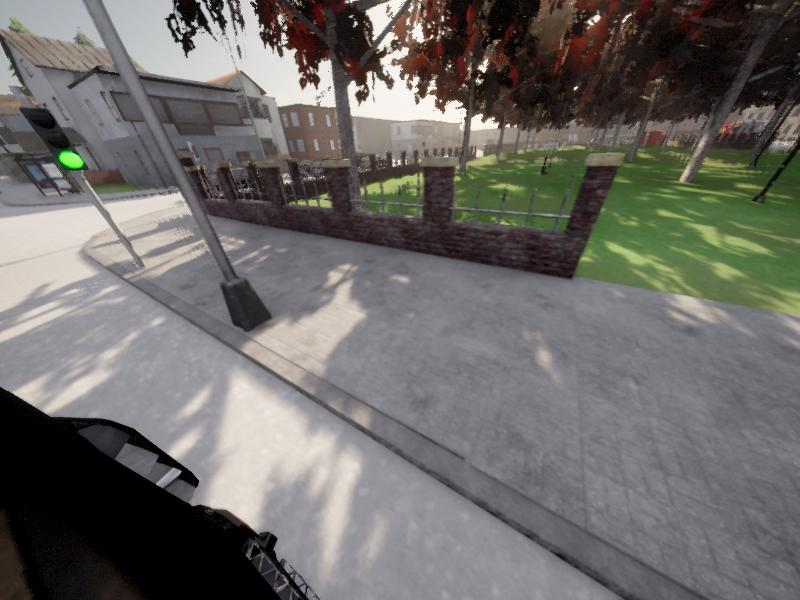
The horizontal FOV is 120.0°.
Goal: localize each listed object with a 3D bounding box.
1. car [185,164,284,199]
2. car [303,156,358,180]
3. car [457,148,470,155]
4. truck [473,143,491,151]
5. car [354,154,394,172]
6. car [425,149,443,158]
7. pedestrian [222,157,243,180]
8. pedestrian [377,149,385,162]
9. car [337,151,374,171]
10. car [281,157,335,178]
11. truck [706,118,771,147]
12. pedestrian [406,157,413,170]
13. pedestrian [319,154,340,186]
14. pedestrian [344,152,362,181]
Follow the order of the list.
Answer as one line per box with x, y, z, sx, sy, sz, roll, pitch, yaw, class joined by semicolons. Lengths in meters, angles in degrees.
-11.065;-8.319;15.935;2.128;1.511;4.902;16;38;26;car
-6.430;-12.672;22.055;2.033;1.649;4.856;15;37;25;car
16.986;-39.797;61.811;1.812;1.442;4.674;16;38;26;car
31.913;-59.746;90.208;2.390;2.098;6.274;-26;40;-31;truck
-2.904;-15.992;26.911;2.128;1.511;4.902;15;37;24;car
7.157;-30.415;47.941;1.837;1.490;4.892;16;38;26;car
-16.203;-12.701;22.354;0.751;1.860;0.751;16;38;26;pedestrian
-3.215;-24.520;39.228;0.751;1.860;0.751;22;41;32;pedestrian
-5.562;-17.859;29.587;1.932;1.855;4.605;18;39;28;car
-9.588;-14.107;24.556;2.128;1.511;4.902;16;38;26;car
61.536;-30.528;42.429;2.891;3.827;8.468;16;38;26;truck
1.027;-14.530;24.560;0.500;1.100;0.500;23;42;34;pedestrian
-4.776;-8.864;15.753;0.751;1.860;0.751;16;38;26;pedestrian
-3.516;-10.071;17.481;0.751;1.860;0.751;16;38;26;pedestrian
